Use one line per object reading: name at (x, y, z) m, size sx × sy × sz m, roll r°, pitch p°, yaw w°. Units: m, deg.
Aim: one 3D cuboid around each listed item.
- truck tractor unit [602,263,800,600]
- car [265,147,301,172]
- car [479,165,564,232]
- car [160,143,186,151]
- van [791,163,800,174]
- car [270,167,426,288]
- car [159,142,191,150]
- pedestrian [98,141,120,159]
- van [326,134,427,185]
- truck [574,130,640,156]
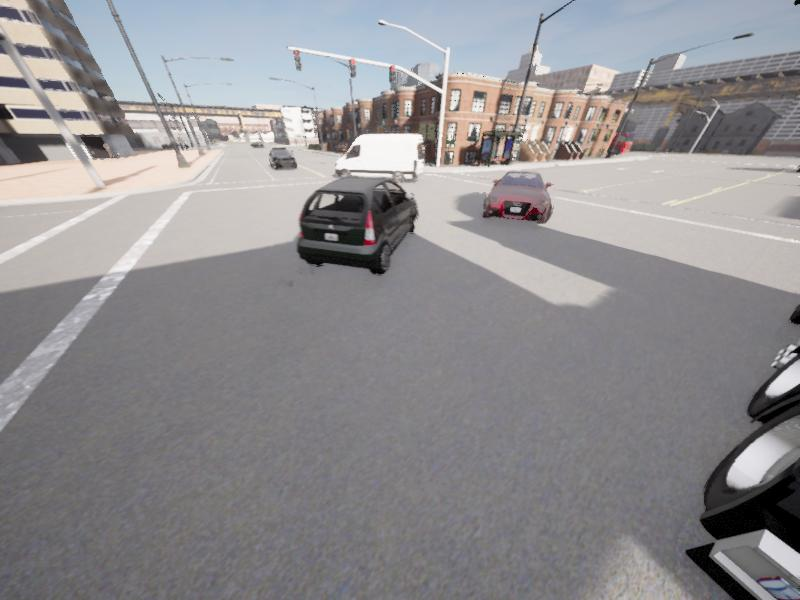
truck tractor unit at (5.113, -0.297, 0.784) m, size 6.516 × 4.208 × 3.053 m, roll -18°, pitch 39°, yaw -24°
car at (-10.857, -13.069, 21.266) m, size 1.930 × 1.638 × 5.238 m, roll -18°, pitch 39°, yaw -25°
car at (4.384, -3.987, 8.588) m, size 1.994 × 1.385 × 4.181 m, roll 14°, pitch 37°, yaw 19°
car at (-52.816, -35.679, 53.810) m, size 3.806 × 1.475 × 1.970 m, roll -20°, pitch 40°, yaw -25°
van at (38.549, -12.735, 20.566) m, size 6.366 × 2.431 × 2.351 m, roll -18°, pitch 39°, yaw -24°
car at (-0.711, -2.117, 5.639) m, size 1.851 × 1.617 × 3.988 m, roll 9°, pitch 36°, yaw 13°
car at (-54.590, -37.512, 56.211) m, size 5.238 × 1.638 × 1.930 m, roll -20°, pitch 40°, yaw -25°
pedestrian at (-36.311, -18.704, 28.840) m, size 0.751 × 1.860 × 0.751 m, roll -8°, pitch 36°, yaw -12°
van at (-1.456, -9.243, 15.067) m, size 5.915 × 2.561 × 1.988 m, roll 11°, pitch 38°, yaw 14°
truck at (40.241, -30.901, 45.484) m, size 2.891 × 3.827 × 8.468 m, roll -18°, pitch 39°, yaw -24°
